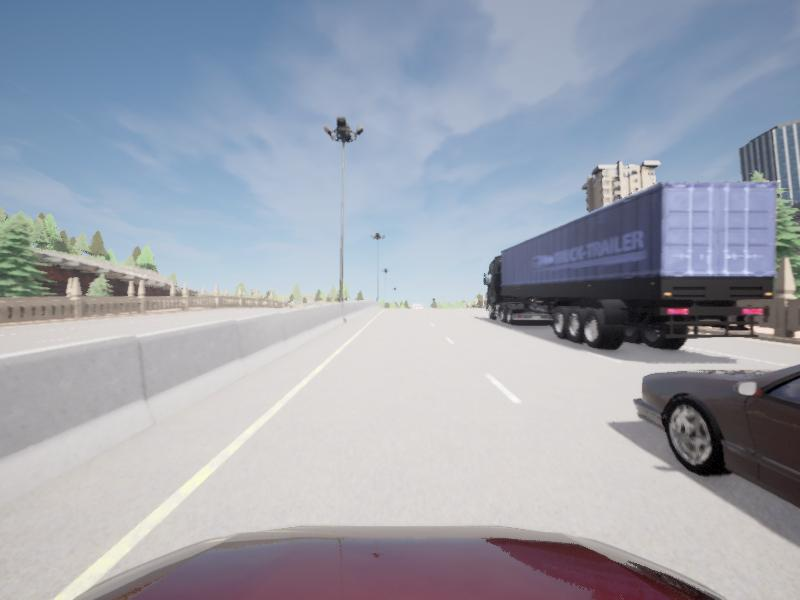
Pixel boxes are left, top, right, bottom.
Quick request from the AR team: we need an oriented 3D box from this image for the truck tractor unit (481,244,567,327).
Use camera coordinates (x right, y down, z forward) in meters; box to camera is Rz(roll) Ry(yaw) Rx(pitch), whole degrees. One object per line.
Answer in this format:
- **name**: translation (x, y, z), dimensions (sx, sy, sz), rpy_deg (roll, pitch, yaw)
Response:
- **truck tractor unit**: translation (6.996, -0.800, 23.743), dimensions (3.053, 4.208, 6.516), rpy_deg (0, 1, 0)

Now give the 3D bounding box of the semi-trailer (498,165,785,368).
- **semi-trailer**: translation (7.002, -0.801, 15.831), dimensions (2.717, 4.402, 14.254), rpy_deg (0, 1, 0)

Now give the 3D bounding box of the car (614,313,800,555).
- **car**: translation (3.501, 0.883, 1.957), dimensions (2.033, 1.411, 5.357), rpy_deg (0, 1, 0)
